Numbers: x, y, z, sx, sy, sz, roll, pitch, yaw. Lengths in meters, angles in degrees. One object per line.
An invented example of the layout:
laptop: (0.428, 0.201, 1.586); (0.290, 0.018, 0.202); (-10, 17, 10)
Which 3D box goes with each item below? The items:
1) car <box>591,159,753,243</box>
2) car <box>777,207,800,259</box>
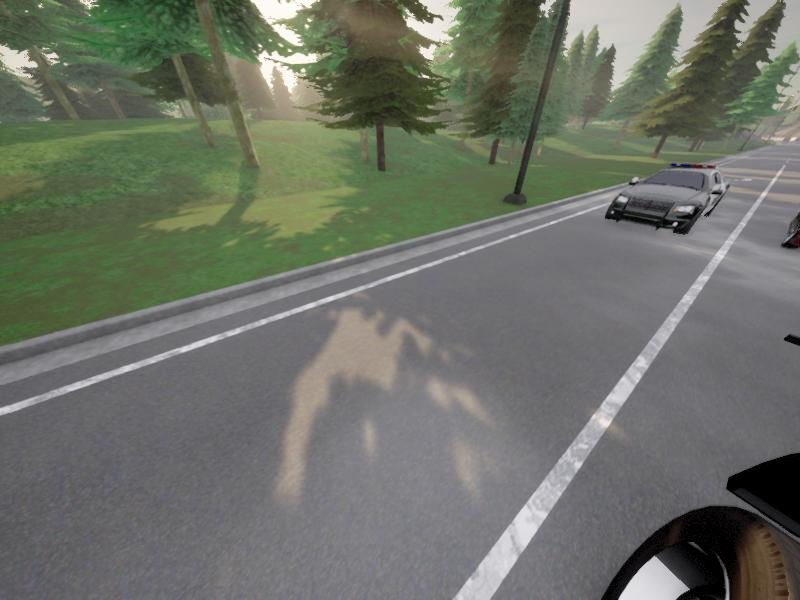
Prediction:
car: (8.722, -3.425, 7.396); (4.974, 1.542, 2.038); (-22, 41, -28)
car: (11.069, -1.848, 5.290); (4.181, 1.385, 1.994); (-22, 41, -28)
